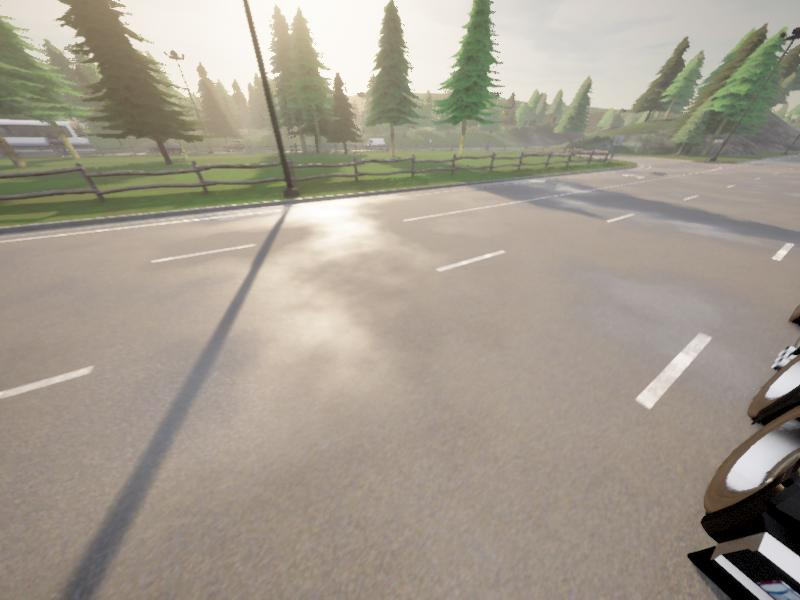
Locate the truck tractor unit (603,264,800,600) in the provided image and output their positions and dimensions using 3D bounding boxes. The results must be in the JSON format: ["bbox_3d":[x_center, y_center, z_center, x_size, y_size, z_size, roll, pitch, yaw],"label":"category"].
[{"bbox_3d":[5.107,-0.303,0.795,6.516,4.208,3.053,-18,38,-24],"label":"truck tractor unit"}]

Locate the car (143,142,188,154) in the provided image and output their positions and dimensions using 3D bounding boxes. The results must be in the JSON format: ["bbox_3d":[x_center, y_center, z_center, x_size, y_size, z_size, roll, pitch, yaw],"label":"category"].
[{"bbox_3d":[-41.003,-26.664,40.558,5.027,1.651,2.152,-16,38,-22],"label":"car"}]

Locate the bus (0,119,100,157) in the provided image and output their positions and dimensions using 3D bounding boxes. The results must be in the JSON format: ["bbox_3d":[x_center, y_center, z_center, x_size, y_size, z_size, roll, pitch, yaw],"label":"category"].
[{"bbox_3d":[-53.614,-23.715,33.897,10.273,4.253,3.944,-18,39,-24],"label":"bus"}]
